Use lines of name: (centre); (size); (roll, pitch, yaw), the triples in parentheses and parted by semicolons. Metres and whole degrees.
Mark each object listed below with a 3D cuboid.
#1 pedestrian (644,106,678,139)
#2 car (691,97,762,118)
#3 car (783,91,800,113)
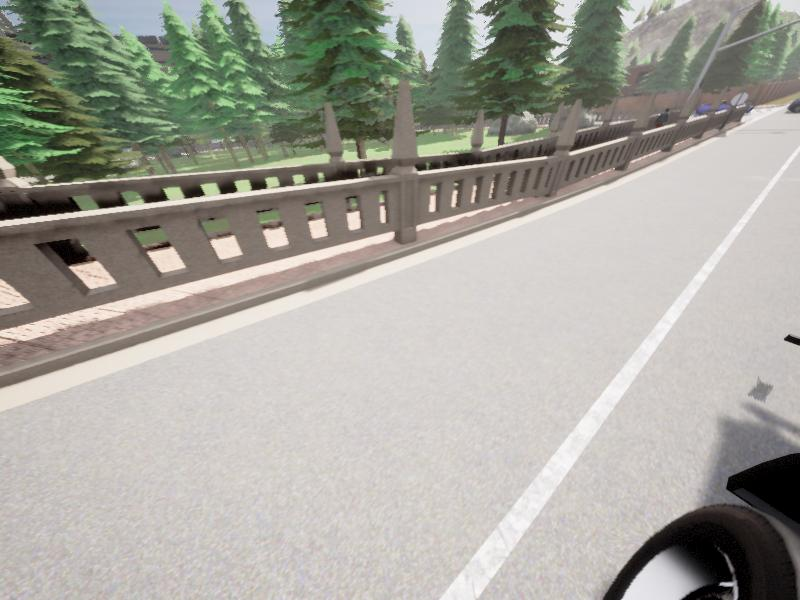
pedestrian: (18.875, -12.800, 16.724); (0.751, 1.860, 0.751); (-25, 42, -23)
car: (38.356, -22.718, 27.302); (2.007, 1.525, 4.514); (-28, 43, -25)
car: (42.906, -19.967, 22.998); (2.097, 1.767, 4.553); (-34, 46, -31)
